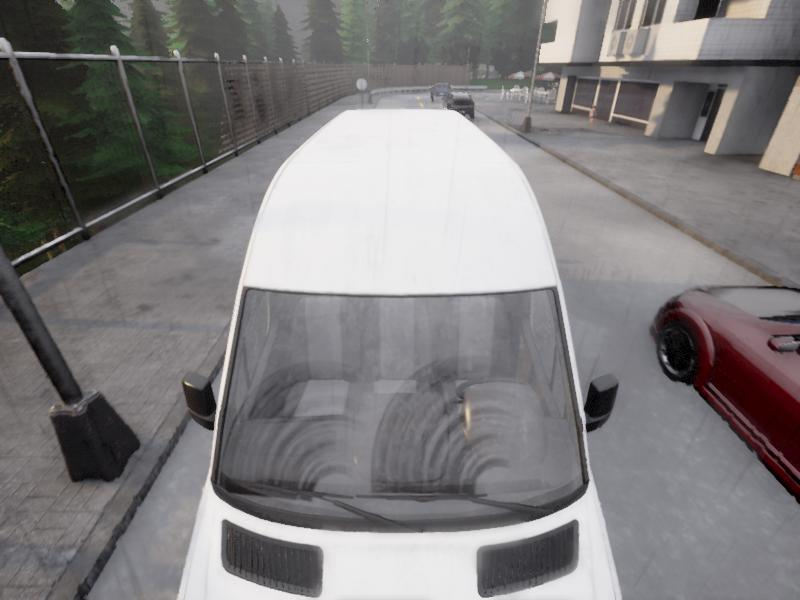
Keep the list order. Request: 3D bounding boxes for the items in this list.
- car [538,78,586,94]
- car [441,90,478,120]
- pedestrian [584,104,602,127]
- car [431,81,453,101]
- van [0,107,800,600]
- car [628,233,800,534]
[{"bbox_3d":[20.720,-27.404,51.239,5.027,1.651,2.152,0,30,0],"label":"car"},{"bbox_3d":[3.989,-13.527,27.640,1.837,1.490,4.892,0,30,0],"label":"car"},{"bbox_3d":[10.698,-10.230,22.190,0.500,1.100,0.500,2,30,3],"label":"pedestrian"},{"bbox_3d":[4.341,-21.791,41.640,2.152,1.651,5.027,2,30,4],"label":"car"},{"bbox_3d":[-0.001,-0.058,3.582,1.988,2.561,5.915,0,30,0],"label":"van"},{"bbox_3d":[4.001,0.892,3.118,1.994,1.385,4.181,0,30,0],"label":"car"}]
